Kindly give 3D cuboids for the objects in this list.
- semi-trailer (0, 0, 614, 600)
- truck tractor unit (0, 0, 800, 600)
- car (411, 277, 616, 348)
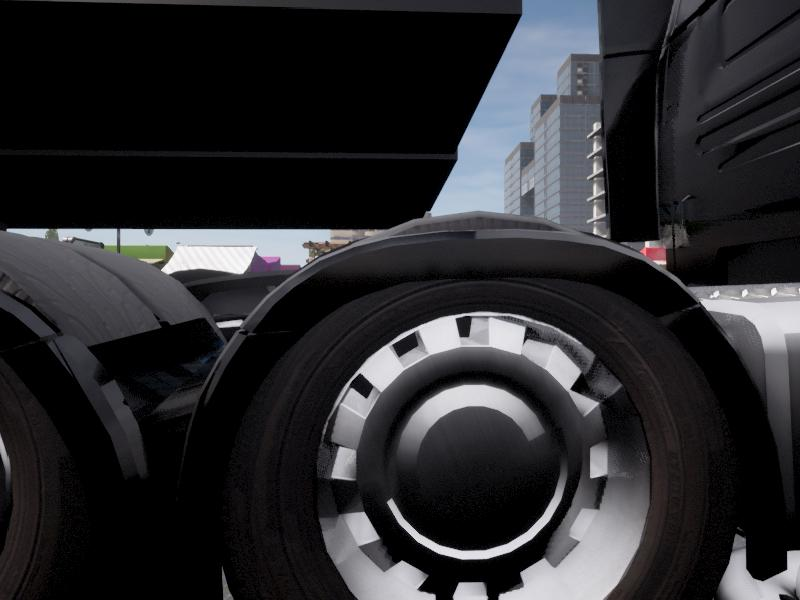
[{"bbox_3d":[-6.800,-1.218,1.762,14.254,4.402,2.717,0,0,-2],"label":"semi-trailer"},{"bbox_3d":[1.105,-1.116,2.104,6.516,4.208,3.053,0,0,-3],"label":"truck tractor unit"},{"bbox_3d":[2.413,0.254,9.243,4.193,1.474,1.816,0,0,-2],"label":"car"}]
